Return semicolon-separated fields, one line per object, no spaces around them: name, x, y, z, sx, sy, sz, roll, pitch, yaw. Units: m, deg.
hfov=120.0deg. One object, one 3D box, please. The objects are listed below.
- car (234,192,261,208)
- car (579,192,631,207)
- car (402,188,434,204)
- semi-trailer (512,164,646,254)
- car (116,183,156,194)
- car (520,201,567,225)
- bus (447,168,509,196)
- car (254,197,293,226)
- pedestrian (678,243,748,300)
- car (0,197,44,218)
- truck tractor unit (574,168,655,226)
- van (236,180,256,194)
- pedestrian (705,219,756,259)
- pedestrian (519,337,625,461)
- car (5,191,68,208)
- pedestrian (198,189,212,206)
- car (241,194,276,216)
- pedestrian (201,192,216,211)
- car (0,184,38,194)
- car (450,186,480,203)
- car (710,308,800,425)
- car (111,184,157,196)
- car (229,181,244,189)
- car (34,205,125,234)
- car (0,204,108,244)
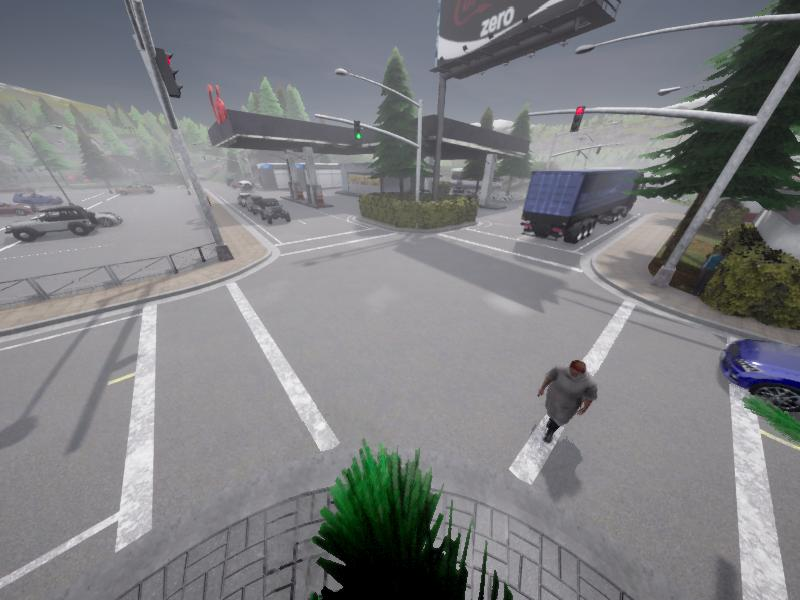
car;-19.994;-13.111;30.230;1.970;1.475;3.806;-22;37;-33
car;26.495;-13.076;29.932;4.902;1.511;2.128;-5;30;-9
car;2.620;-15.713;34.677;2.242;1.667;4.611;-23;37;-34
semi-trailer;13.566;-7.272;16.787;14.254;4.402;2.717;-22;37;-34
car;-49.532;-20.953;43.472;4.514;1.523;2.007;-23;37;-34
car;13.323;-8.082;21.356;4.674;1.442;1.812;-22;36;-34
bus;14.571;-22.897;44.403;3.944;4.253;10.273;-22;37;-33
car;-11.869;-8.361;21.588;1.905;1.878;3.866;-22;37;-33
pedestrian;11.558;-1.045;8.594;0.751;1.860;0.751;-15;33;-25
car;-39.420;-8.945;22.590;4.514;1.523;2.007;-23;37;-34
truck tractor unit;19.664;-9.693;21.224;6.516;4.208;3.053;-22;37;-33
van;-30.920;-22.736;46.341;2.069;2.038;4.480;-22;37;-33
pedestrian;17.788;-3.287;12.476;0.751;1.860;0.751;-12;32;-20
pedestrian;2.837;1.709;3.975;0.751;1.860;0.751;-21;36;-32
car;-45.788;-12.777;29.270;3.633;1.501;1.845;-23;37;-34
pedestrian;-24.772;-12.997;29.295;0.751;1.860;0.751;-23;37;-34
car;-15.972;-10.737;25.967;2.033;1.649;4.856;-22;37;-33
pedestrian;-21.648;-11.167;26.126;0.751;1.860;0.751;-23;37;-34
car;-75.180;-21.516;44.787;4.792;1.488;2.163;-23;37;-34
car;9.747;-16.005;34.849;1.905;1.878;3.866;-23;37;-34
car;9.332;1.933;4.175;1.816;1.474;4.193;-22;37;-33
car;-47.482;-19.774;41.410;5.027;1.636;2.152;-23;37;-34
car;-39.174;-27.527;55.154;2.007;1.525;4.514;-22;37;-33
car;-25.501;-6.610;18.671;3.806;1.475;1.970;-23;37;-34
car;-23.841;-5.383;15.979;3.866;1.878;1.905;-23;37;-34
